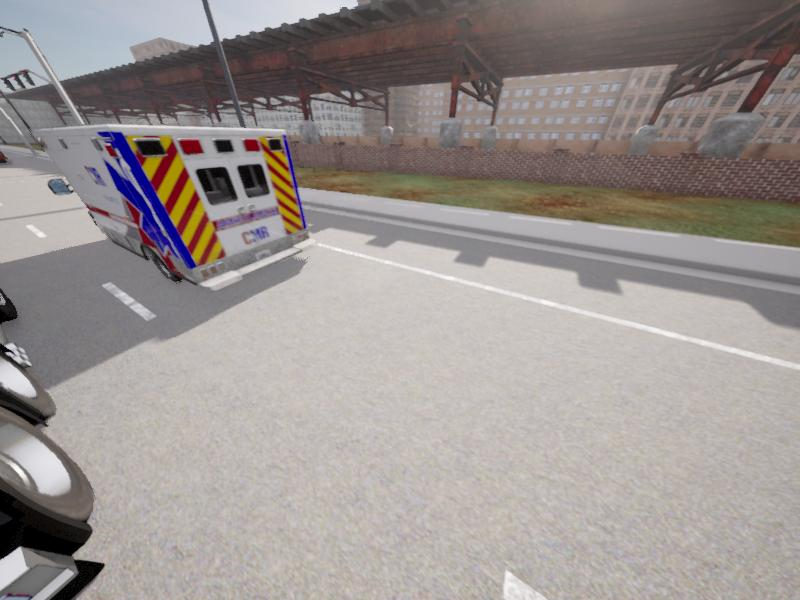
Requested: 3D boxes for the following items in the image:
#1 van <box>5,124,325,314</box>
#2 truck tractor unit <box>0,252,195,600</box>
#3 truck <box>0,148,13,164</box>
[{"bbox_3d":[-5.079,-2.263,5.149,6.366,2.431,2.351,18,39,24],"label":"van"},{"bbox_3d":[-5.085,-0.328,0.801,6.516,4.208,3.053,19,39,25],"label":"truck tractor unit"},{"bbox_3d":[-43.592,-15.902,22.908,8.468,3.827,2.891,19,39,23],"label":"truck"}]
